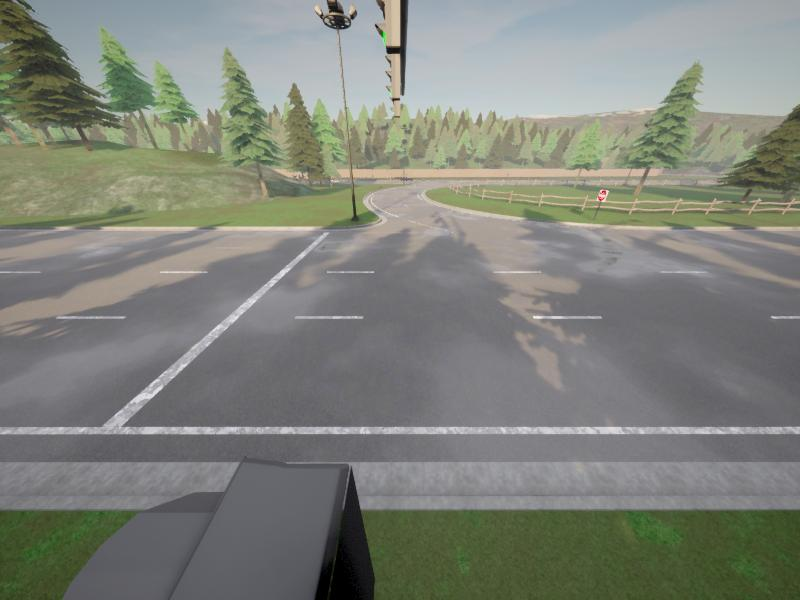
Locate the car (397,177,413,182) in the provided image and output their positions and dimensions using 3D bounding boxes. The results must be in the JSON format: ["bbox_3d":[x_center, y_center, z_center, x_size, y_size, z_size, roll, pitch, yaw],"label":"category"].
[{"bbox_3d":[1.452,-36.577,70.053,4.718,1.301,1.895,0,30,0],"label":"car"}]
